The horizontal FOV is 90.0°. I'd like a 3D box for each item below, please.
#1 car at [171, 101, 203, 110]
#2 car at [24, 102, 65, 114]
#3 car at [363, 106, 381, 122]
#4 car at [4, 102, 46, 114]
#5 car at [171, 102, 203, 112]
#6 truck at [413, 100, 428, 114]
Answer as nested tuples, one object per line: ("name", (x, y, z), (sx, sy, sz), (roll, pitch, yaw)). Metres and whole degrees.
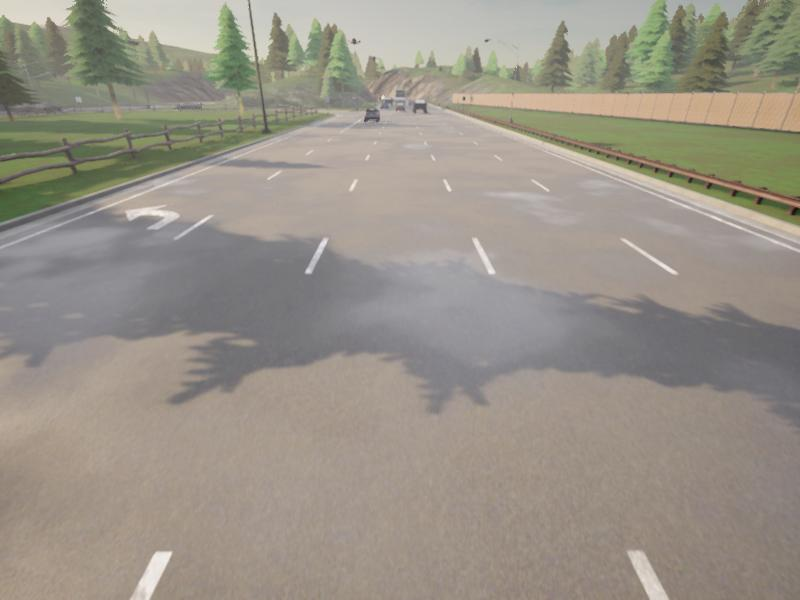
("car", (-42.701, -38.995, 80.294), (5.366, 1.575, 1.801), (-8, 28, -15))
("car", (-57.325, -31.072, 64.660), (2.033, 1.649, 4.856), (0, 27, 0))
("car", (-3.445, -23.184, 49.861), (1.851, 1.617, 3.988), (0, 27, 0))
("car", (-60.824, -31.250, 65.036), (2.038, 1.542, 4.974), (0, 27, 0))
("car", (-41.382, -37.570, 77.760), (5.027, 1.651, 2.152), (-8, 28, -16))
("truck", (3.579, -35.198, 72.718), (2.390, 2.098, 6.274), (0, 27, 0))
